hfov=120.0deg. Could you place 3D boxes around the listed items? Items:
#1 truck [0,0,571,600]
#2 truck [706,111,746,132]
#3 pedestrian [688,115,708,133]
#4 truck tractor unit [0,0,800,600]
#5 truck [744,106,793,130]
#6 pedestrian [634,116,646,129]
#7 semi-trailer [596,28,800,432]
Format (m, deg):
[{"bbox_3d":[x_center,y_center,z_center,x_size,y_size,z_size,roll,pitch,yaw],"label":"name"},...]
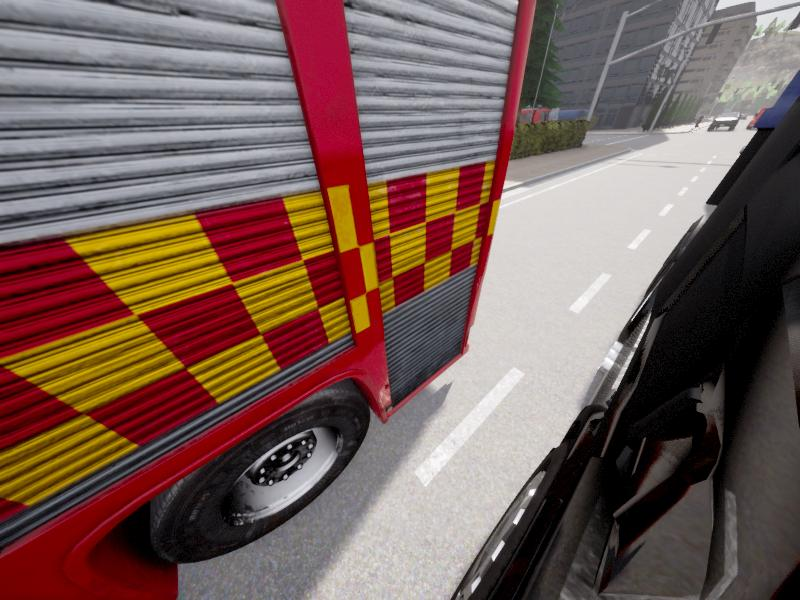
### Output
[{"bbox_3d":[-3.414,0.341,0.212,8.468,3.827,2.891,-28,44,-30],"label":"truck"},{"bbox_3d":[46.910,-25.689,33.239,6.274,2.098,2.390,-28,43,-29],"label":"truck"},{"bbox_3d":[40.026,-23.585,31.022,0.751,1.860,0.751,-21,40,-22],"label":"pedestrian"},{"bbox_3d":[2.645,-0.295,0.351,6.516,4.208,3.053,-28,44,-30],"label":"truck tractor unit"},{"bbox_3d":[51.409,-25.487,32.375,5.204,2.467,2.627,-28,44,-30],"label":"truck"},{"bbox_3d":[46.584,-34.420,44.795,0.751,1.860,0.751,-20,40,-22],"label":"pedestrian"},{"bbox_3d":[8.798,-3.537,4.124,14.254,4.402,2.717,-27,43,-29],"label":"semi-trailer"}]
